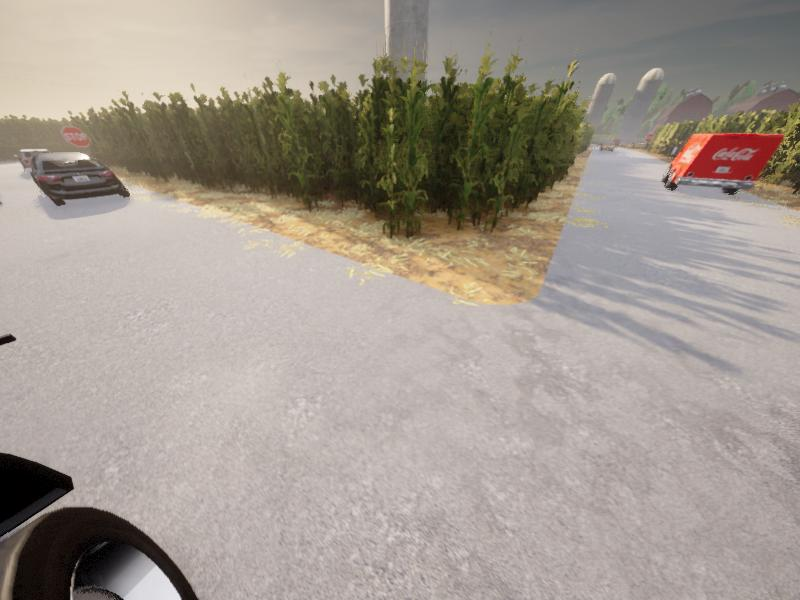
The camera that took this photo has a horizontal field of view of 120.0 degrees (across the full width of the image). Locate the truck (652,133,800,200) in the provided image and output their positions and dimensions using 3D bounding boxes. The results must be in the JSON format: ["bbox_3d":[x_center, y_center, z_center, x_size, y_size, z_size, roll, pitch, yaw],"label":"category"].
[{"bbox_3d":[16.156,-7.205,12.124,2.627,2.467,5.204,22,41,28],"label":"truck"}]

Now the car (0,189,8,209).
[{"bbox_3d":[-17.357,-4.363,8.845,4.718,1.301,1.895,22,41,28],"label":"car"}]

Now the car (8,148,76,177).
[{"bbox_3d":[-25.279,-9.791,16.330,3.806,1.475,1.970,22,41,28],"label":"car"}]

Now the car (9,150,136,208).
[{"bbox_3d":[-14.177,-5.411,10.030,4.611,1.667,2.242,22,40,28],"label":"car"}]
